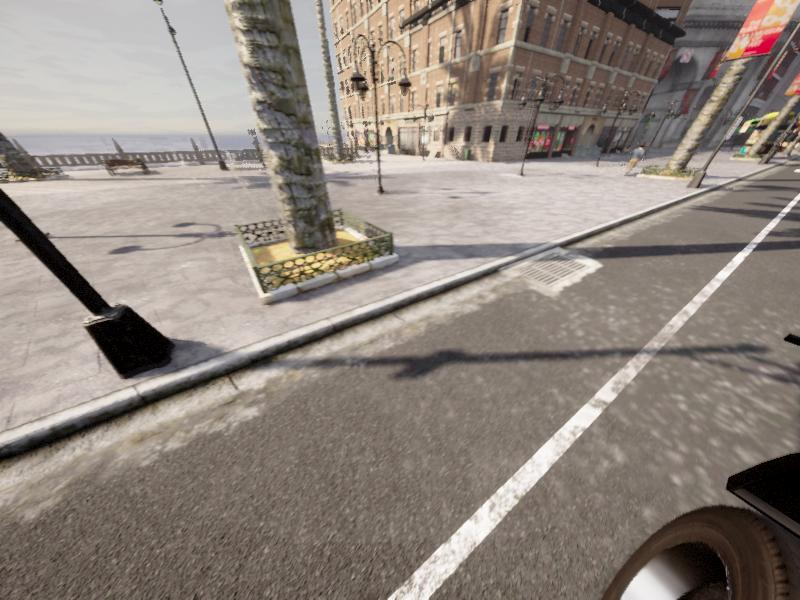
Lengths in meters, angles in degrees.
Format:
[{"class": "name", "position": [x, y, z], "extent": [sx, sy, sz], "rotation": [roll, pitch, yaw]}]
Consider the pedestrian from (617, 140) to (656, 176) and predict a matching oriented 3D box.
[{"class": "pedestrian", "position": [14.603, -8.800, 14.310], "extent": [0.751, 1.860, 0.751], "rotation": [-17, 39, -22]}]

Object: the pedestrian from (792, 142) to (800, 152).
[{"class": "pedestrian", "position": [60.277, -23.204, 34.425], "extent": [0.751, 1.860, 0.751], "rotation": [0, 35, 1]}]
